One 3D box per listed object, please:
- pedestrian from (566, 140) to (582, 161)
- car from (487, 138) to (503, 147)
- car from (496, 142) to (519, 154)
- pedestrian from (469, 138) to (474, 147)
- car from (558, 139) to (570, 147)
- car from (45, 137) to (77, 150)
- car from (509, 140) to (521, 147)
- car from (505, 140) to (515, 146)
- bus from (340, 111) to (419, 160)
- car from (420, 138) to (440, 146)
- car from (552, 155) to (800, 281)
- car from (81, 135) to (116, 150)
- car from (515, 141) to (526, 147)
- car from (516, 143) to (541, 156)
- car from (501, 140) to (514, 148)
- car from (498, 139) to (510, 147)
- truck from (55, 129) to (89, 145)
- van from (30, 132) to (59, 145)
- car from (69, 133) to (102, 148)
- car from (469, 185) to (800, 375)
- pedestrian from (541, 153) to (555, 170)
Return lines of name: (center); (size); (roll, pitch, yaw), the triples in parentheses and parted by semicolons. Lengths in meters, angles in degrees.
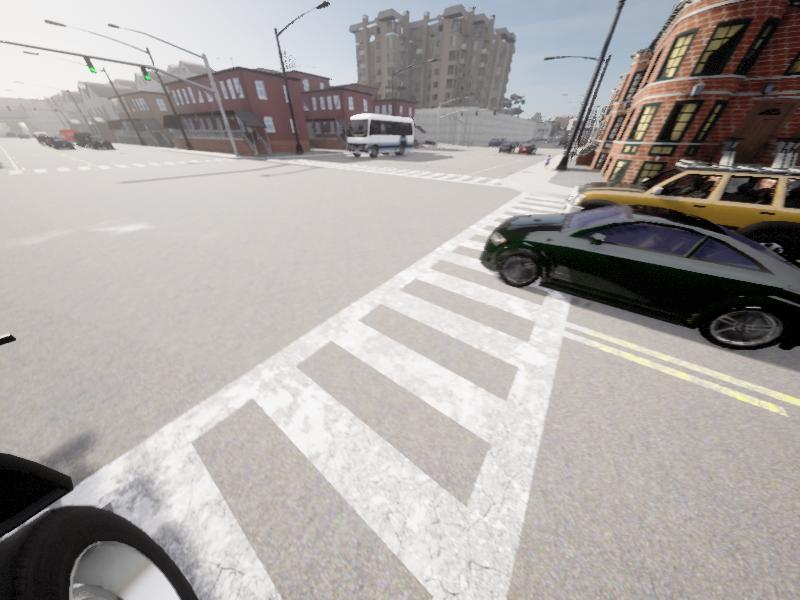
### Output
pedestrian: (19.471, -16.768, 25.929); (0.751, 1.860, 0.751); (24, 42, 29)
car: (26.100, -43.034, 63.137); (2.150, 2.045, 5.566); (23, 41, 27)
car: (18.427, -25.923, 39.385); (2.128, 1.511, 4.902); (22, 41, 27)
pedestrian: (19.459, -42.916, 62.960); (0.751, 1.860, 0.751); (-7, 36, -11)
car: (53.227, -51.103, 75.015); (2.150, 2.045, 5.566); (23, 41, 27)
car: (-51.160, -23.631, 34.851); (4.674, 1.442, 1.812); (23, 41, 27)
car: (33.130, -45.053, 66.546); (1.882, 1.535, 5.008); (23, 41, 27)
car: (35.295, -50.329, 74.086); (1.812, 1.442, 4.674); (23, 41, 27)
bus: (-2.064, -20.729, 29.315); (3.944, 4.253, 10.273); (23, 41, 27)
car: (7.696, -41.244, 60.339); (4.718, 1.301, 1.895); (26, 42, 25)
car: (6.729, -2.256, 5.563); (4.605, 1.855, 1.932); (22, 41, 28)
car: (-46.471, -24.311, 35.596); (4.553, 1.767, 2.097); (22, 41, 28)
car: (37.623, -48.675, 71.853); (1.970, 1.475, 3.806); (23, 41, 27)
car: (20.675, -24.268, 37.128); (2.163, 1.488, 4.792); (25, 42, 30)
car: (28.403, -41.193, 61.000); (1.789, 1.549, 3.705); (23, 41, 27)
car: (30.880, -46.883, 68.788); (1.905, 1.878, 3.866); (23, 41, 27)
truck: (-65.493, -32.457, 46.098); (5.204, 2.467, 2.627); (23, 41, 28)
van: (-68.427, -31.051, 44.429); (4.480, 2.038, 2.069); (23, 41, 27)
car: (-54.774, -27.853, 40.193); (5.566, 2.045, 2.150); (22, 41, 28)
car: (3.677, -0.836, 3.948); (4.181, 1.385, 1.994); (23, 41, 28)
pedestrian: (11.485, -10.735, 17.945); (0.500, 1.100, 0.500); (13, 37, 17)
